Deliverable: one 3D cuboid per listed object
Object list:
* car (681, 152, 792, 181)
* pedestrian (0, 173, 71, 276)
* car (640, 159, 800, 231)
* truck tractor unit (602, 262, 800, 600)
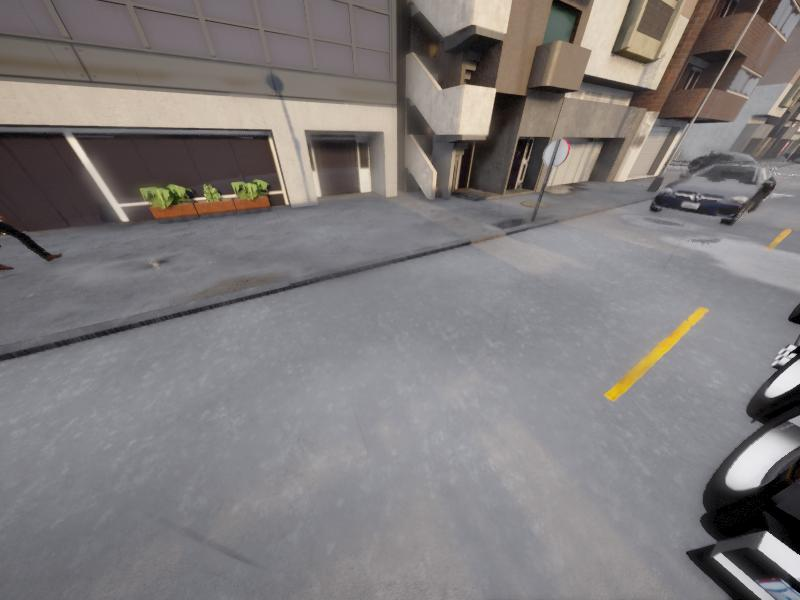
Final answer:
[{"bbox_3d":[25.548,-10.502,17.952,1.837,1.490,4.892,4,35,3],"label":"car"},{"bbox_3d":[-7.487,-1.469,4.198,0.751,1.860,0.751,-16,38,-22],"label":"pedestrian"},{"bbox_3d":[11.772,-4.082,8.523,5.027,1.651,2.152,-18,39,-25],"label":"car"},{"bbox_3d":[5.107,-0.305,0.786,6.516,4.208,3.053,-18,39,-24],"label":"truck tractor unit"}]
